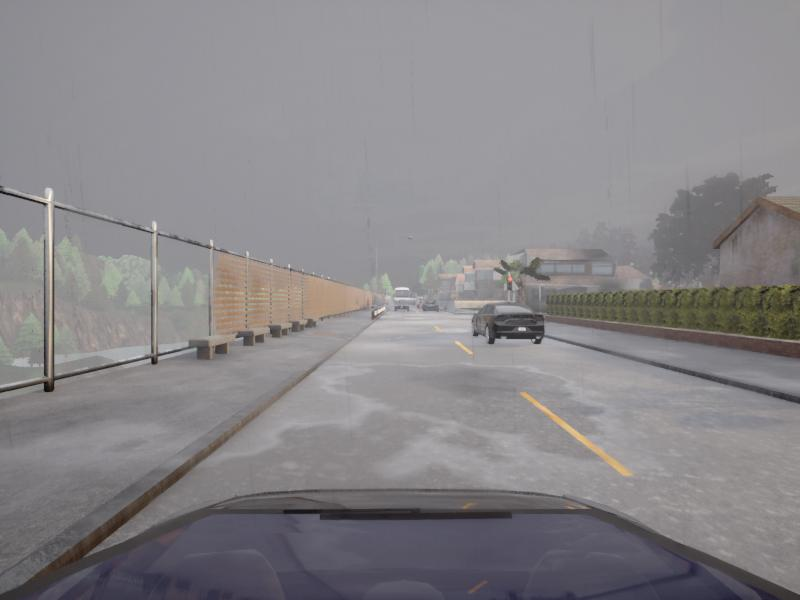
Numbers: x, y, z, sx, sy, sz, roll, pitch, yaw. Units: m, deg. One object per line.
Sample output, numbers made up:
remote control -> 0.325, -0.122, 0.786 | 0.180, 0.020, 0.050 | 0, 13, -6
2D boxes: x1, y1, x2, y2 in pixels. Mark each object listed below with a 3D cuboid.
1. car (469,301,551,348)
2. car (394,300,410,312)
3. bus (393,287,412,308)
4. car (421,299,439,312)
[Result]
car -> 4.085, 0.823, 15.817 | 1.882, 1.535, 5.008 | 0, 0, 0
car -> 0.314, 0.781, 57.989 | 2.152, 1.651, 5.027 | 0, 0, 2
bus -> 0.563, -0.539, 86.144 | 3.944, 4.253, 10.273 | 0, 0, 0
car -> 4.293, 0.756, 57.111 | 2.242, 1.667, 4.611 | 0, 0, 0
